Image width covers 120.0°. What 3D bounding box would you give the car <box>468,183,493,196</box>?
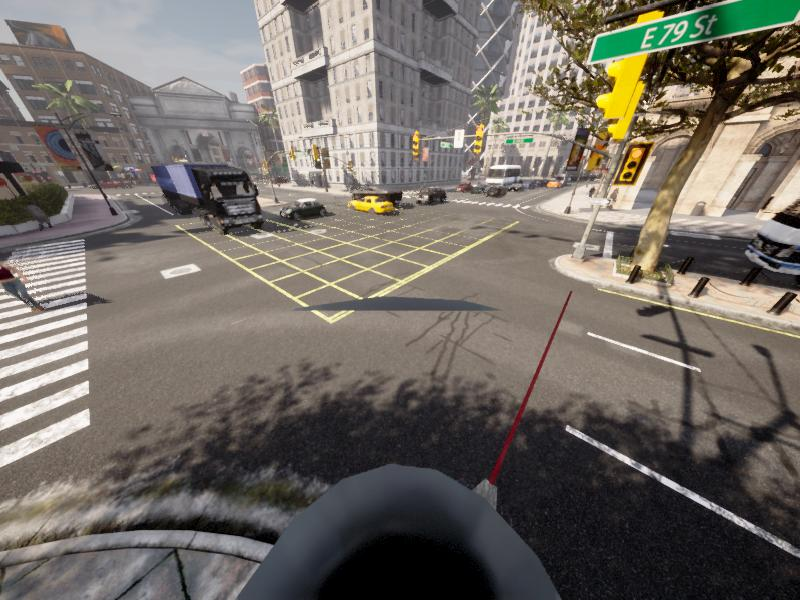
[{"bbox_3d":[13.630,-18.693,38.852,2.038,1.542,4.974,23,37,34],"label":"car"}]

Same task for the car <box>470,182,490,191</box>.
[{"bbox_3d":[16.026,-22.750,46.115,1.895,1.301,4.718,23,37,34],"label":"car"}]

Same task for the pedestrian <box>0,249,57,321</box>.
[{"bbox_3d":[-11.539,-0.456,6.887,0.751,1.860,0.751,23,37,34],"label":"pedestrian"}]

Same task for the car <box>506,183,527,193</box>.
[{"bbox_3d":[21.378,-20.487,42.194,1.895,1.301,4.718,23,37,34],"label":"car"}]

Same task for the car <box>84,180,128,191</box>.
[{"bbox_3d":[-58.896,-23.158,46.494,5.027,1.651,2.152,-22,37,-33],"label":"car"}]

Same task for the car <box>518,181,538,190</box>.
[{"bbox_3d":[26.001,-23.250,46.881,2.033,1.411,5.357,23,37,34],"label":"car"}]

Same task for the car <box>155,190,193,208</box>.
[{"bbox_3d":[-27.136,-12.180,27.707,5.357,1.411,2.033,23,37,34],"label":"car"}]

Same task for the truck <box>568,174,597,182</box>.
[{"bbox_3d":[55.653,-37.302,70.510,6.274,2.098,2.390,6,31,10],"label":"truck"}]

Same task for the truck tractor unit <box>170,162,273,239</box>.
[{"bbox_3d":[-12.645,-7.291,16.416,6.516,4.208,3.053,23,37,34],"label":"truck tractor unit"}]

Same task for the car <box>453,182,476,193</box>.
[{"bbox_3d":[11.636,-20.187,41.527,1.812,1.442,4.674,23,37,34],"label":"car"}]

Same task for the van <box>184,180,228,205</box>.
[{"bbox_3d":[-25.231,-14.113,30.022,6.366,2.431,2.351,23,37,34],"label":"van"}]

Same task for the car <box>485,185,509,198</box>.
[{"bbox_3d":[14.998,-16.768,35.574,1.816,1.474,4.193,23,37,34],"label":"car"}]

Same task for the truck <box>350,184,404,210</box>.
[{"bbox_3d":[-2.755,-12.012,26.712,6.274,2.098,2.390,23,37,34],"label":"truck"}]

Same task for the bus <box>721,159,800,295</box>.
[{"bbox_3d":[18.769,-1.493,6.341,10.273,4.253,3.944,23,37,34],"label":"bus"}]

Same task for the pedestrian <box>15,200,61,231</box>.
[{"bbox_3d":[-24.871,-5.848,15.921,0.751,1.860,0.751,-11,32,-19],"label":"pedestrian"}]

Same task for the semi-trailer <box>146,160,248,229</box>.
[{"bbox_3d":[-18.688,-9.932,20.791,14.254,4.402,2.717,23,37,34],"label":"semi-trailer"}]

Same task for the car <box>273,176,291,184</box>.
[{"bbox_3d":[-32.710,-33.317,64.104,1.851,1.617,3.988,21,36,32],"label":"car"}]

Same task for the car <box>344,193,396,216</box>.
[{"bbox_3d":[-3.039,-9.618,23.083,5.366,1.575,1.801,23,37,34],"label":"car"}]

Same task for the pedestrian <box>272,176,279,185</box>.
[{"bbox_3d":[-29.251,-27.989,54.270,0.751,1.860,0.751,16,34,26],"label":"pedestrian"}]

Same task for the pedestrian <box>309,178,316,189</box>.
[{"bbox_3d":[-17.670,-23.520,46.530,0.751,1.860,0.751,26,39,37],"label":"pedestrian"}]

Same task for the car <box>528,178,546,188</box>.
[{"bbox_3d":[30.644,-26.106,51.601,2.152,1.651,5.027,23,37,34],"label":"car"}]

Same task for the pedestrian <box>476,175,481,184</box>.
[{"bbox_3d":[20.229,-31.015,59.512,0.751,1.860,0.751,26,39,37],"label":"pedestrian"}]

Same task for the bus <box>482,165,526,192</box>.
[{"bbox_3d":[20.279,-23.744,44.881,3.944,4.253,10.273,23,37,34],"label":"bus"}]

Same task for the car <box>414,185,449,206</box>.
[{"bbox_3d":[3.961,-13.049,28.728,1.932,1.855,4.605,23,37,34],"label":"car"}]

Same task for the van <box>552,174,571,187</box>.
[{"bbox_3d":[37.843,-28.026,54.010,1.988,2.561,5.915,23,37,34],"label":"van"}]

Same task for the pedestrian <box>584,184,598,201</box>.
[{"bbox_3d":[24.550,-13.771,29.645,0.751,1.860,0.751,23,37,34],"label":"pedestrian"}]

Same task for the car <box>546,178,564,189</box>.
[{"bbox_3d":[33.211,-24.960,49.443,2.097,1.767,4.553,23,37,34],"label":"car"}]

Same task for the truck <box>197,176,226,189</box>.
[{"bbox_3d":[-40.707,-25.391,49.885,6.274,2.098,2.390,19,35,29],"label":"truck"}]

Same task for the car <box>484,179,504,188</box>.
[{"bbox_3d":[20.584,-25.591,50.659,2.242,1.667,4.611,23,37,34],"label":"car"}]

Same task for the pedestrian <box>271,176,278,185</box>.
[{"bbox_3d":[-29.729,-28.177,54.597,0.751,1.860,0.751,2,30,4],"label":"pedestrian"}]

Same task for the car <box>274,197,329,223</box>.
[{"bbox_3d":[-8.610,-8.071,20.509,1.970,1.475,3.806,23,37,34],"label":"car"}]

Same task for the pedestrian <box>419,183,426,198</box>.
[{"bbox_3d":[3.341,-16.184,34.127,0.751,1.860,0.751,20,35,30],"label":"pedestrian"}]
